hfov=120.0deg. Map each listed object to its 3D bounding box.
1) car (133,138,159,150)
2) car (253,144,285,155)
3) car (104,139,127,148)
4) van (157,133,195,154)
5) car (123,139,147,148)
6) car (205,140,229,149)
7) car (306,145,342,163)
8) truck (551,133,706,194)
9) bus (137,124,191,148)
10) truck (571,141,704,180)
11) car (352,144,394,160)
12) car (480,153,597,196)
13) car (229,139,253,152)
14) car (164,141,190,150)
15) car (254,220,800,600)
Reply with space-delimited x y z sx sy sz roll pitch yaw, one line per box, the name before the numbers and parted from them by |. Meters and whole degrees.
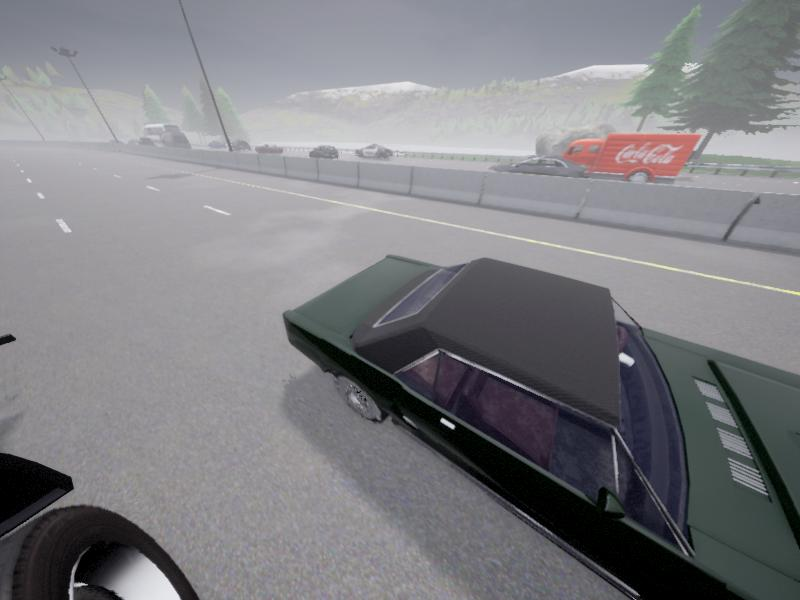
car | -47.954 -29.450 43.587 3.866 1.878 1.905 21 40 26
car | -19.706 -22.675 34.745 4.718 1.301 1.895 22 41 28
car | -62.075 -34.135 50.364 3.705 1.549 1.789 17 38 22
van | -35.151 -24.567 36.198 5.915 2.561 1.988 21 40 28
car | -60.912 -36.033 53.098 3.988 1.617 1.851 15 38 20
car | -38.921 -33.038 49.121 4.514 1.525 2.007 21 40 26
car | -8.474 -16.357 25.737 1.816 1.474 4.193 -28 44 -34
truck | 11.977 -7.760 12.874 5.204 2.467 2.627 22 41 28
bus | -53.155 -36.928 52.069 10.273 4.253 3.944 18 39 23
truck | 16.926 -10.512 17.143 6.274 2.098 2.390 22 41 28
car | -3.381 -18.505 28.775 4.974 1.542 2.038 23 41 29
car | 7.200 -6.852 12.373 4.902 1.511 2.128 22 41 28
car | -28.414 -27.678 41.255 1.932 1.855 4.605 -28 45 -34
car | -42.809 -29.637 44.392 4.718 1.301 1.895 21 40 26
car | 1.231 0.652 1.869 4.718 1.301 1.895 22 41 28
